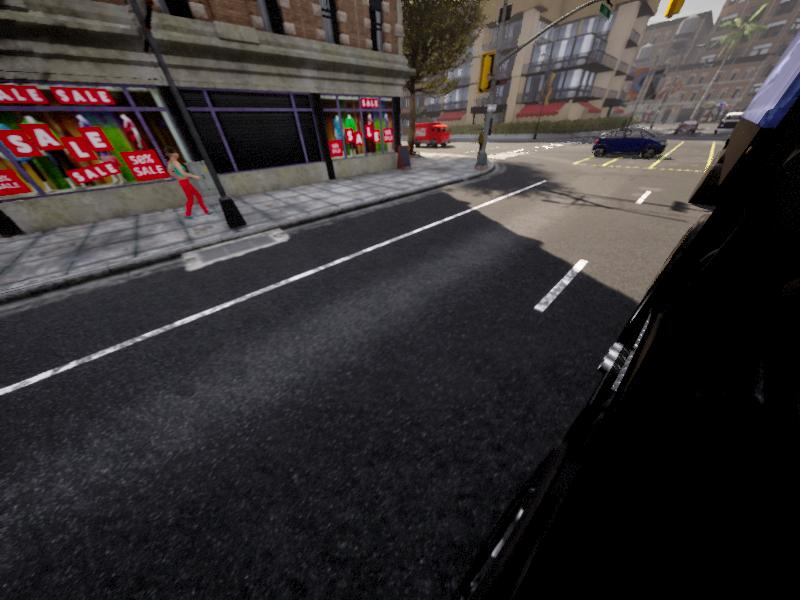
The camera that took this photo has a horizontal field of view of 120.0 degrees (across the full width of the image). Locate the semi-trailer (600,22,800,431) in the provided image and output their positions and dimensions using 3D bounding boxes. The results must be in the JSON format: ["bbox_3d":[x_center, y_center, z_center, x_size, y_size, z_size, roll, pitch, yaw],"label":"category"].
[{"bbox_3d":[8.599,-3.672,4.321,14.254,4.402,2.717,-29,44,-31],"label":"semi-trailer"}]

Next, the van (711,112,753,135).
[{"bbox_3d":[39.747,-21.227,27.763,4.480,2.038,2.069,-30,45,-32],"label":"van"}]

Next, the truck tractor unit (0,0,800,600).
[{"bbox_3d":[2.645,-0.295,0.351,6.516,4.208,3.053,-28,44,-30],"label":"truck tractor unit"}]

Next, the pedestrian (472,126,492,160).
[{"bbox_3d":[5.530,-10.627,15.639,0.751,1.860,0.751,21,43,28],"label":"pedestrian"}]

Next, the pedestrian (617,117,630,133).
[{"bbox_3d":[34.215,-26.781,35.384,0.751,1.860,0.751,-31,45,-33],"label":"pedestrian"}]

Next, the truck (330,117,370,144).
[{"bbox_3d":[-9.768,-32.548,44.526,2.891,3.827,8.468,-30,45,-32],"label":"truck"}]

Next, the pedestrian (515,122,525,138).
[{"bbox_3d":[18.395,-26.035,35.390,0.751,1.860,0.751,29,47,35],"label":"pedestrian"}]

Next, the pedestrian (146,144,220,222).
[{"bbox_3d":[-6.165,-3.343,6.656,0.751,1.860,0.751,-31,45,-32],"label":"pedestrian"}]

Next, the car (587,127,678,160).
[{"bbox_3d":[14.985,-10.266,15.107,1.789,1.549,3.705,-30,45,-32],"label":"car"}]

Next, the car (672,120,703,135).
[{"bbox_3d":[37.840,-22.726,30.384,4.674,1.442,1.812,-30,45,-32],"label":"car"}]

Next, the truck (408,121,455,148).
[{"bbox_3d":[3.773,-20.603,28.852,2.627,2.467,5.204,-30,45,-32],"label":"truck"}]

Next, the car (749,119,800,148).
[{"bbox_3d":[27.897,-11.571,16.032,1.789,1.549,3.705,-30,45,-32],"label":"car"}]

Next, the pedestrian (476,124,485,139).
[{"bbox_3d":[12.549,-26.192,35.971,0.751,1.860,0.751,-26,43,-28],"label":"pedestrian"}]
